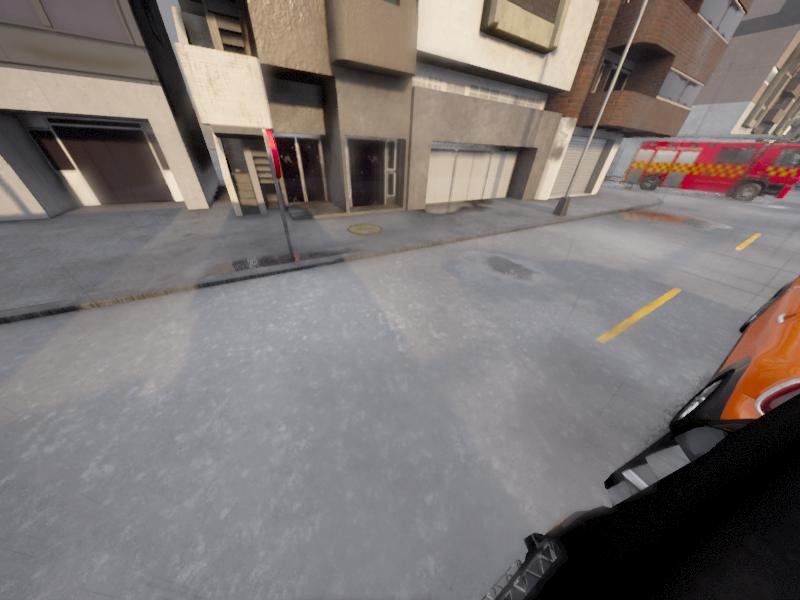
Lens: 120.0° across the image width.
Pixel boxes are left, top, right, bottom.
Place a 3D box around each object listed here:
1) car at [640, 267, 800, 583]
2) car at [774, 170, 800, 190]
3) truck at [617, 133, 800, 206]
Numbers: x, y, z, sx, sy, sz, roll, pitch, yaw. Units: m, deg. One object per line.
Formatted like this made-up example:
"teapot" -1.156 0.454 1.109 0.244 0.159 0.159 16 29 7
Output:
"car" 4.630 0.592 1.778 4.553 1.767 2.097 -16 38 -26
"car" 45.541 -13.632 26.292 4.553 1.767 2.097 -16 38 -26
"truck" 22.692 -10.015 17.276 8.468 3.827 2.891 28 41 33
